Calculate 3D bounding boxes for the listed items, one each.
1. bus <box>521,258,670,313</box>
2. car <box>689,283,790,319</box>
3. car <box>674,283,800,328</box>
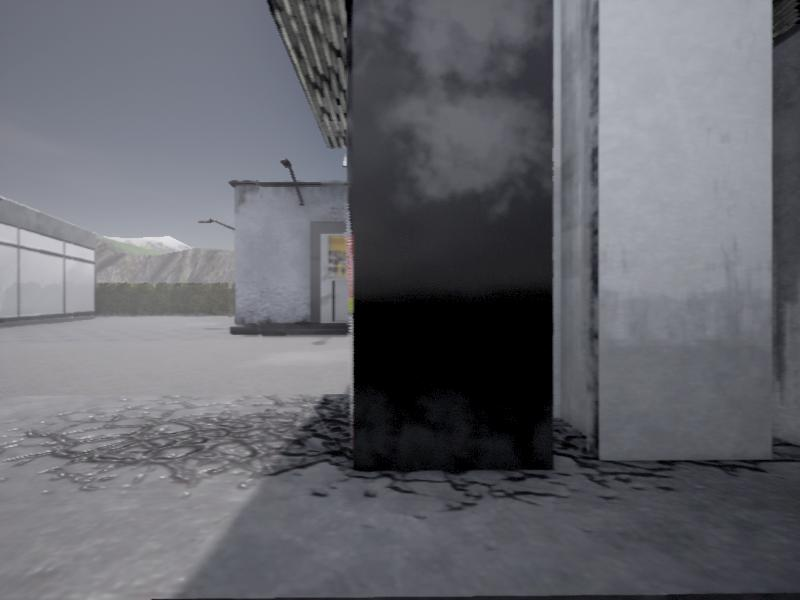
[{"bbox_3d":[15.665,-1.145,32.817,10.273,4.253,3.944,0,0,0],"label":"bus"},{"bbox_3d":[18.278,0.045,21.664,3.866,1.878,1.905,0,0,-1],"label":"car"},{"bbox_3d":[13.990,0.215,15.965,4.611,1.667,2.242,0,0,-1],"label":"car"}]
